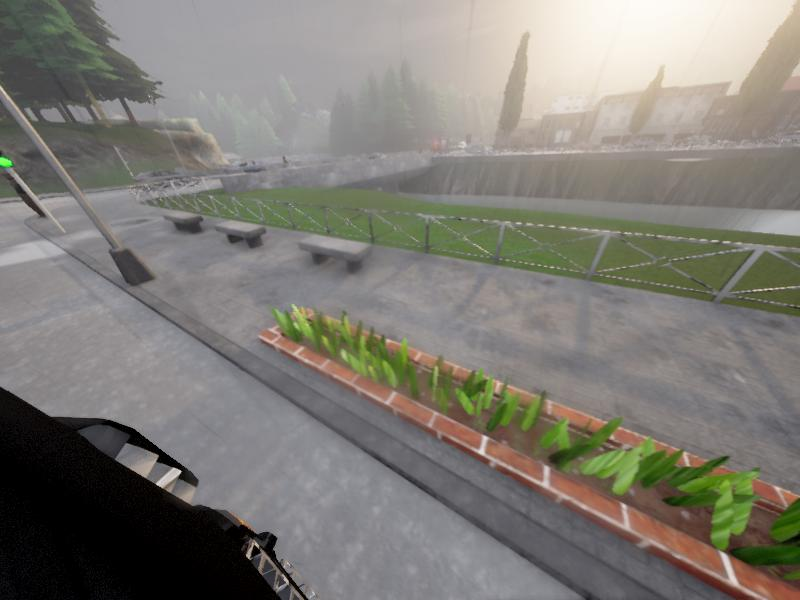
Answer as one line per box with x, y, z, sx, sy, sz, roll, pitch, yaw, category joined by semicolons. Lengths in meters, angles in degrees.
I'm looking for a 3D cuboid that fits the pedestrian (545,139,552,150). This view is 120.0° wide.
31.360;-32.709;48.683;0.751;1.860;0.751;10;36;19;pedestrian

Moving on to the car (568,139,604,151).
35.754;-29.879;44.523;5.027;1.651;2.152;16;38;26;car

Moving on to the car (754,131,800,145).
56.417;-23.966;34.112;3.806;1.475;1.970;16;38;26;car

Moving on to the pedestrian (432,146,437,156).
7.276;-31.189;48.332;0.751;1.860;0.751;9;35;17;pedestrian

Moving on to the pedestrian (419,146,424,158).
4.074;-28.563;44.643;0.751;1.860;0.751;14;37;24;pedestrian

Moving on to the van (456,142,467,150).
22.923;-57.636;86.400;1.988;2.561;5.915;16;38;26;van

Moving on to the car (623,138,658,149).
42.593;-27.881;41.105;3.806;1.475;1.970;16;38;26;car

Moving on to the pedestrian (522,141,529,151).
28.171;-34.574;51.743;0.751;1.860;0.751;-25;39;-29;pedestrian

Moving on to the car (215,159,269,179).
-18.705;-15.766;27.641;2.242;1.667;4.611;16;38;26;car

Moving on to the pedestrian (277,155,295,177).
-11.137;-13.127;22.648;0.751;1.860;0.751;16;38;26;pedestrian

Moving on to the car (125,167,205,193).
-19.615;-10.210;19.541;1.816;1.474;4.193;14;37;24;car

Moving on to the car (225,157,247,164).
-50.665;-43.079;71.425;2.163;1.488;4.792;16;38;26;car

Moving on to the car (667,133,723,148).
48.411;-26.302;38.117;5.238;1.638;1.930;16;38;26;car

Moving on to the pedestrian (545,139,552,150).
31.586;-33.041;49.163;0.751;1.860;0.751;23;42;33;pedestrian

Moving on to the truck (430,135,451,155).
10.134;-39.605;59.199;2.891;3.827;8.468;-6;34;-5;truck

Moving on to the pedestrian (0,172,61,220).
-16.799;-4.650;10.357;0.751;1.860;0.751;-2;34;2;pedestrian

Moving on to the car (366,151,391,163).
-3.802;-26.123;42.136;2.038;1.542;4.974;16;38;26;car

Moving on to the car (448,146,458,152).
18.400;-52.632;80.262;2.007;1.525;4.514;16;38;26;car

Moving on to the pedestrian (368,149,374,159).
-6.288;-31.188;49.418;0.751;1.860;0.751;-28;41;-32;pedestrian

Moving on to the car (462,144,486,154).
17.293;-35.094;53.834;4.856;1.649;2.033;15;38;26;car
